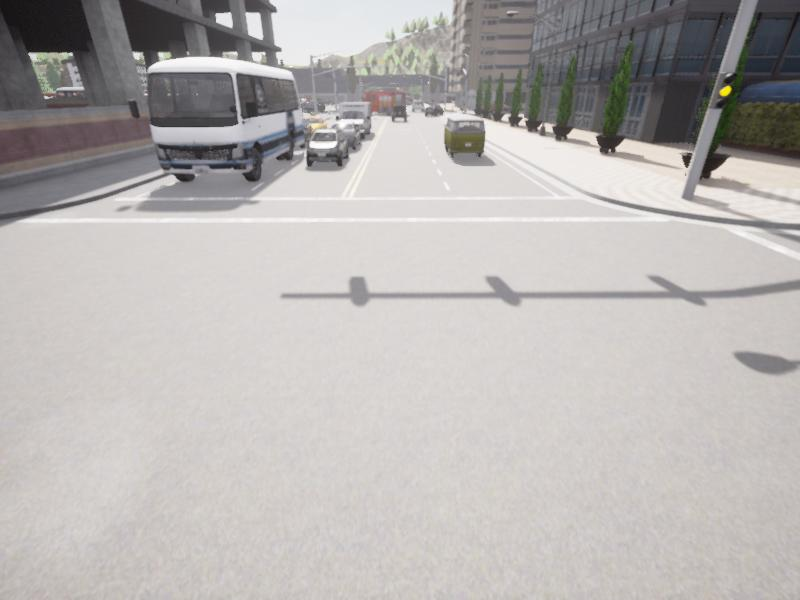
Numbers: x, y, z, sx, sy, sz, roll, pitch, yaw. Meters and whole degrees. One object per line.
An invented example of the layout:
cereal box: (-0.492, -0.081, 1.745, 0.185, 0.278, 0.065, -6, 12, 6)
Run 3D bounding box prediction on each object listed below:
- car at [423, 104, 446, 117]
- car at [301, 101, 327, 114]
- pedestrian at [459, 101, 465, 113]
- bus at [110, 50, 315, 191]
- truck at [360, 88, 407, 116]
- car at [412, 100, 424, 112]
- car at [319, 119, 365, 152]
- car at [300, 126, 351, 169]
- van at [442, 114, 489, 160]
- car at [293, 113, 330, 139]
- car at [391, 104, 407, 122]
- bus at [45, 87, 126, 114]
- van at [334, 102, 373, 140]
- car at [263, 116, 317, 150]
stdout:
car: (5.312, -29.019, 61.263, 2.007, 1.525, 4.514, 11, 30, 21)
car: (-15.065, -33.823, 70.264, 3.866, 1.878, 1.905, 0, 27, 0)
pedestrian: (10.560, -32.813, 68.105, 0.751, 1.860, 0.751, -6, 28, -11)
bus: (-6.914, -8.132, 17.815, 3.944, 4.253, 10.273, 0, 27, 0)
truck: (-2.811, -32.158, 64.898, 2.891, 3.827, 8.468, -21, 34, -35)
car: (3.371, -36.923, 76.112, 2.150, 2.045, 5.566, 0, 27, 0)
car: (-3.541, -10.495, 25.383, 2.128, 1.511, 4.902, 0, 27, 0)
car: (-3.533, -7.573, 19.658, 1.789, 1.549, 3.705, 0, 27, 0)
van: (3.462, -9.085, 22.080, 1.775, 1.987, 4.442, 0, 27, 0)
car: (-7.056, -14.240, 32.604, 1.801, 1.575, 5.366, 0, 27, 0)
car: (-0.084, -23.355, 49.932, 1.905, 1.878, 3.866, 0, 27, 0)
bus: (-56.774, -36.235, 72.590, 10.273, 4.253, 3.944, 0, 27, 0)
van: (-3.557, -14.382, 31.933, 2.351, 2.431, 6.366, 0, 27, 0)
car: (-7.045, -11.040, 26.288, 2.242, 1.667, 4.611, 0, 27, 0)
